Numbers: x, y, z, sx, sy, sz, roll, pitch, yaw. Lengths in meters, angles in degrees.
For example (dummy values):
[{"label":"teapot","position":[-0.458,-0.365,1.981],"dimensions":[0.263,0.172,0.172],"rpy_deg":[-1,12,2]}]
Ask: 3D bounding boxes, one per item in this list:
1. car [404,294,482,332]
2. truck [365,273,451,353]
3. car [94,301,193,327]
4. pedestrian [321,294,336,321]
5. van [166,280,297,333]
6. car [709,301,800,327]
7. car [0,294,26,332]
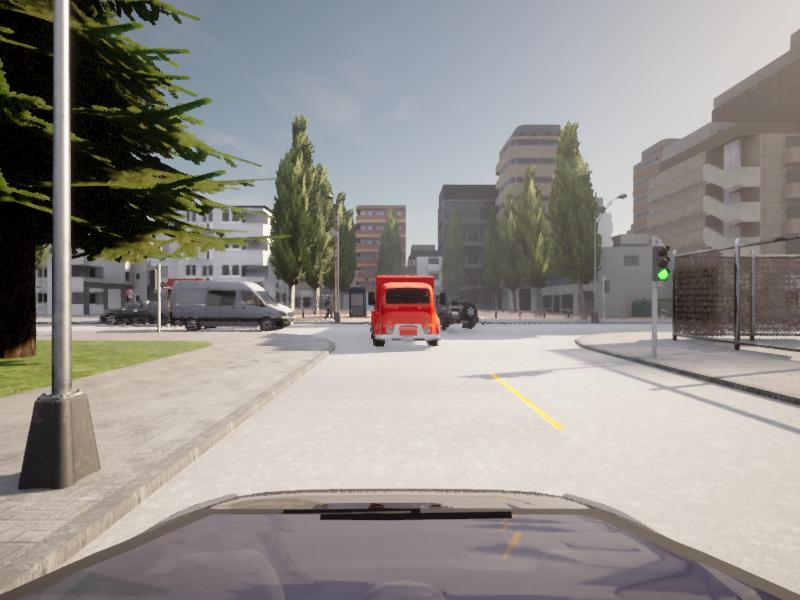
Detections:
[{"label":"car","position":[2.208,0.653,21.841],"dimensions":[1.932,1.855,4.605],"rpy_deg":[2,-1,-28]},{"label":"truck","position":[0.151,0.338,14.930],"dimensions":[2.627,2.467,5.204],"rpy_deg":[0,1,-2]},{"label":"car","position":[-15.679,0.847,24.628],"dimensions":[4.892,1.490,1.837],"rpy_deg":[0,0,0]},{"label":"pedestrian","position":[-5.178,0.534,28.983],"dimensions":[0.751,1.860,0.751],"rpy_deg":[0,0,23]},{"label":"van","position":[-8.515,0.324,20.614],"dimensions":[5.915,2.561,1.988],"rpy_deg":[0,0,0]},{"label":"car","position":[22.111,0.829,24.690],"dimensions":[4.514,1.525,2.007],"rpy_deg":[0,0,0]},{"label":"car","position":[-22.098,0.646,20.598],"dimensions":[3.866,1.878,1.905],"rpy_deg":[0,0,0]}]
